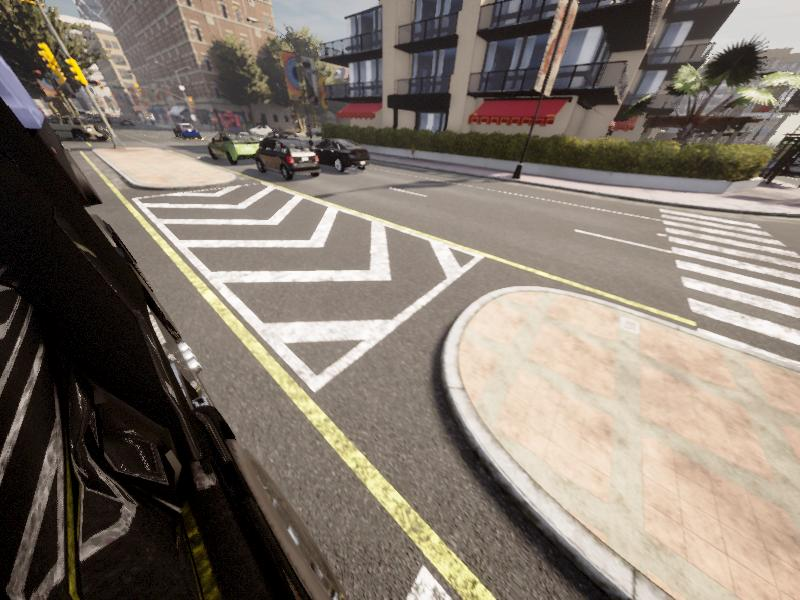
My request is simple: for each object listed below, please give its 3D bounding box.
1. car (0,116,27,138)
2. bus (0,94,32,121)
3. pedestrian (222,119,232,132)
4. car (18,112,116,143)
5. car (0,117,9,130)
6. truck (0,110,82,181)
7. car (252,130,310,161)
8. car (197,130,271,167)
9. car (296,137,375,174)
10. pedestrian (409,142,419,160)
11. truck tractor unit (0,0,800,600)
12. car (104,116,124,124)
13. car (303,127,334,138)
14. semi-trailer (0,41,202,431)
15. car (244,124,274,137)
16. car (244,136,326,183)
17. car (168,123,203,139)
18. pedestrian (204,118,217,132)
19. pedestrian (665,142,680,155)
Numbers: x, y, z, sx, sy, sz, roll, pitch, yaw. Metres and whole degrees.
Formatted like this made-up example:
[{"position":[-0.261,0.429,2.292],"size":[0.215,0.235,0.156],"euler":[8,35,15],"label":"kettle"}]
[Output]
[{"position":[-37.144,-14.925,19.818],"size":[2.038,1.542,4.974],"euler":[15,38,16],"label":"car"},{"position":[-84.008,-41.125,49.370],"size":[10.273,4.253,3.944],"euler":[28,44,30],"label":"bus"},{"position":[-32.143,-32.366,42.878],"size":[0.751,1.860,0.751],"euler":[-8,38,-14],"label":"pedestrian"},{"position":[-29.427,-15.356,20.629],"size":[4.605,1.855,1.932],"euler":[0,37,-4],"label":"car"},{"position":[-49.307,-21.380,27.613],"size":[5.008,1.535,1.882],"euler":[28,44,30],"label":"car"},{"position":[-16.509,-6.795,9.907],"size":[6.274,2.098,2.390],"euler":[28,43,30],"label":"truck"},{"position":[-8.744,-11.449,17.027],"size":[3.988,1.617,1.851],"euler":[28,44,30],"label":"car"},{"position":[-10.396,-9.561,14.461],"size":[4.514,1.525,2.007],"euler":[28,44,30],"label":"car"},{"position":[-3.900,-8.814,13.925],"size":[4.892,1.490,1.837],"euler":[28,43,30],"label":"car"},{"position":[1.093,-11.782,18.262],"size":[0.500,1.100,0.500],"euler":[29,44,31],"label":"pedestrian"},{"position":[-2.645,-0.295,0.351],"size":[6.516,4.208,3.053],"euler":[28,44,30],"label":"truck tractor unit"},{"position":[-70.872,-44.579,57.219],"size":[4.902,1.511,2.128],"euler":[28,44,30],"label":"car"},{"position":[-14.924,-30.643,42.347],"size":[2.163,1.488,4.792],"euler":[28,43,29],"label":"car"},{"position":[-8.702,-3.610,4.213],"size":[14.254,4.402,2.717],"euler":[28,44,30],"label":"semi-trailer"},{"position":[-23.353,-28.114,38.362],"size":[1.845,1.501,3.633],"euler":[28,43,29],"label":"car"},{"position":[-5.657,-7.040,11.391],"size":[3.705,1.549,1.789],"euler":[28,44,30],"label":"car"},{"position":[-26.464,-20.862,28.511],"size":[3.806,1.475,1.970],"euler":[28,44,30],"label":"car"},{"position":[-32.567,-30.012,39.705],"size":[0.751,1.860,0.751],"euler":[15,38,15],"label":"pedestrian"},{"position":[48.719,-27.094,41.286],"size":[0.751,1.860,0.751],"euler":[-13,40,-20],"label":"pedestrian"}]
